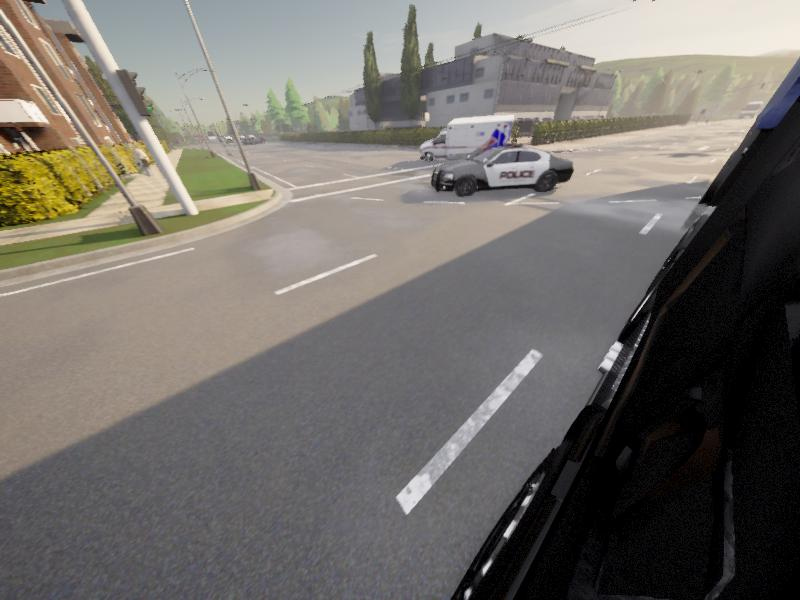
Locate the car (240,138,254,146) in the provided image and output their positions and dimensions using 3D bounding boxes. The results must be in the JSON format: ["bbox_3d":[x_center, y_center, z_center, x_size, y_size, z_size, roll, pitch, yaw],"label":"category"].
[{"bbox_3d":[-40.785,-42.185,61.539,2.242,1.667,4.611,-26,42,-28],"label":"car"}]

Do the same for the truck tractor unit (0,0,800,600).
[{"bbox_3d":[2.645,-0.295,0.351,6.516,4.208,3.053,-28,44,-30],"label":"truck tractor unit"}]

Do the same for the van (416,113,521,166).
[{"bbox_3d":[4.629,-11.142,16.265,6.366,2.431,2.351,13,48,21],"label":"van"}]

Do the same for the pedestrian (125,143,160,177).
[{"bbox_3d":[-17.483,-9.537,15.726,0.751,1.860,0.751,-26,42,-28],"label":"pedestrian"}]

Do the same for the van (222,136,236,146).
[{"bbox_3d":[-47.001,-43.651,63.494,2.069,2.038,4.480,-26,42,-28],"label":"van"}]

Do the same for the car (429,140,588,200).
[{"bbox_3d":[3.783,-5.074,8.922,4.974,1.542,2.038,-4,36,-2],"label":"car"}]

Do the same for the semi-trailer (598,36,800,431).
[{"bbox_3d":[8.714,-3.597,4.208,14.254,4.402,2.717,-28,43,-29],"label":"semi-trailer"}]
